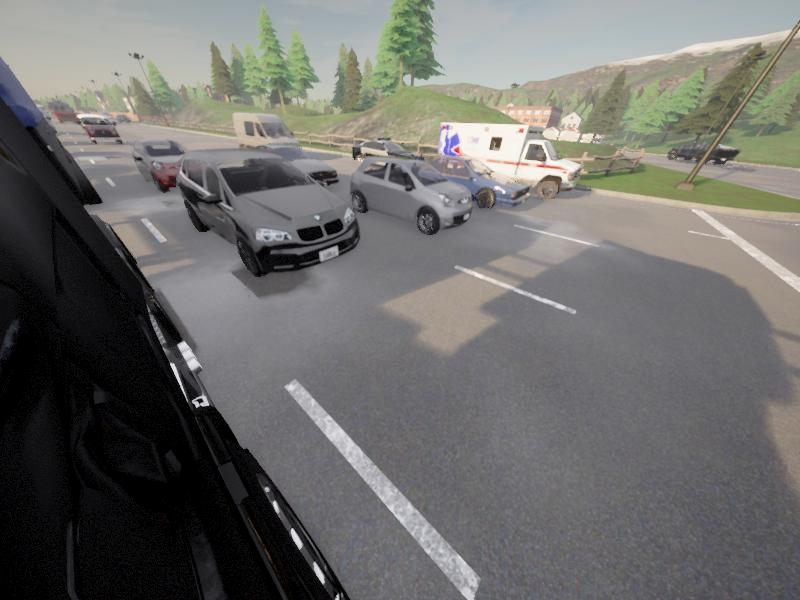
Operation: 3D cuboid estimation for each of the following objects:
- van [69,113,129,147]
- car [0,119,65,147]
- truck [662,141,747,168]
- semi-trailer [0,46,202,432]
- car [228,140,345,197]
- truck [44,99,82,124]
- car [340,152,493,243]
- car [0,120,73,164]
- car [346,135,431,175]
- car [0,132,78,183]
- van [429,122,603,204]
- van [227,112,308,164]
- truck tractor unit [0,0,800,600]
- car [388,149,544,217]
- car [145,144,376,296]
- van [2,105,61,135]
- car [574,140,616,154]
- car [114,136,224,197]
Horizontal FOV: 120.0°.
[{"bbox_3d":[-25.200,-14.260,19.347,4.480,2.038,2.069,28,44,30],"label":"van"},{"bbox_3d":[-28.177,-12.885,17.787,4.792,1.488,2.163,28,44,30],"label":"car"},{"bbox_3d":[35.885,-17.572,27.662,2.390,2.098,6.274,6,37,3],"label":"truck"},{"bbox_3d":[-8.706,-3.609,4.208,14.254,4.402,2.717,28,44,30],"label":"semi-trailer"},{"bbox_3d":[-4.974,-5.877,10.008,5.357,1.411,2.033,28,44,30],"label":"car"},{"bbox_3d":[-71.993,-40.132,49.354,8.468,3.827,2.891,28,44,30],"label":"truck"},{"bbox_3d":[0.299,-3.097,6.526,3.633,1.501,1.845,28,44,30],"label":"car"},{"bbox_3d":[-20.627,-8.889,12.825,5.027,1.651,2.152,28,44,30],"label":"car"},{"bbox_3d":[-0.854,-9.256,14.576,5.238,1.638,1.930,28,44,30],"label":"car"},{"bbox_3d":[-15.657,-6.091,9.644,4.181,1.385,1.994,28,44,30],"label":"car"},{"bbox_3d":[4.778,-6.552,10.675,6.366,2.431,2.351,28,44,30],"label":"van"},{"bbox_3d":[-9.287,-11.388,16.128,5.915,2.561,1.988,28,44,30],"label":"van"},{"bbox_3d":[-2.645,-0.295,0.352,6.516,4.208,3.053,28,44,30],"label":"truck tractor unit"},{"bbox_3d":[2.196,-4.767,8.990,5.357,1.411,2.033,28,44,30],"label":"car"},{"bbox_3d":[-2.977,-2.171,4.962,4.611,1.667,2.242,28,44,30],"label":"car"},{"bbox_3d":[-40.672,-19.984,25.666,6.366,2.431,2.351,28,44,30],"label":"van"},{"bbox_3d":[31.671,-25.085,37.797,1.930,1.638,5.238,-5,37,-11],"label":"car"},{"bbox_3d":[-8.696,-5.184,8.730,3.633,1.501,1.845,28,44,30],"label":"car"}]
